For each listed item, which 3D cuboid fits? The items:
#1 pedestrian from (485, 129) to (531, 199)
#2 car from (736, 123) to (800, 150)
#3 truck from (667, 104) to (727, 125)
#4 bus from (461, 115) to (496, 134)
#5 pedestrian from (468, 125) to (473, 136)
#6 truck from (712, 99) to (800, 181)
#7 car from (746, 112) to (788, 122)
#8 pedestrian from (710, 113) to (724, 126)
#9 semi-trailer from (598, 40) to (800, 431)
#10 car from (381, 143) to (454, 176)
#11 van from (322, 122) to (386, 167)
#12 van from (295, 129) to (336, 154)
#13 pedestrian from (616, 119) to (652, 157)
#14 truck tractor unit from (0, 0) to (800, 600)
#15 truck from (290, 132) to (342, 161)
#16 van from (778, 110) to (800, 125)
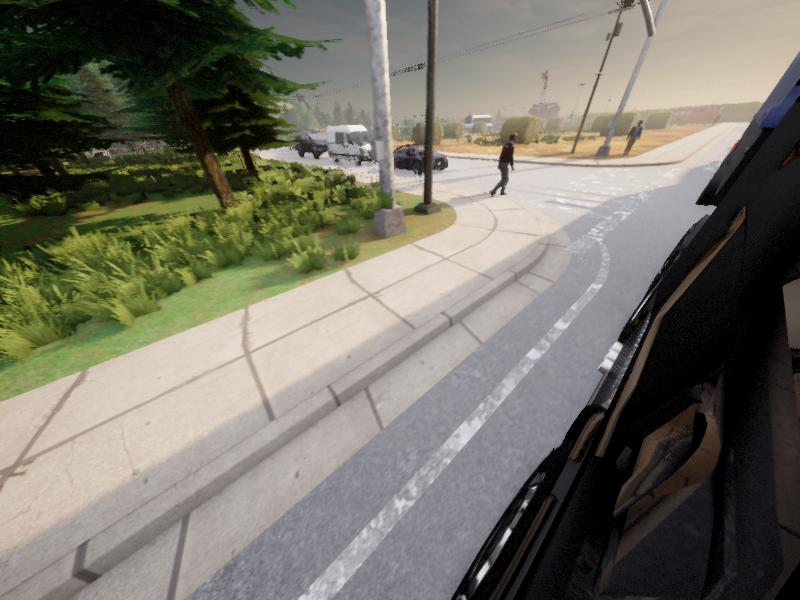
[{"bbox_3d":[3.402,-4.359,7.468,0.751,1.860,0.751,-3,37,0],"label":"pedestrian"},{"bbox_3d":[26.238,-11.734,16.546,4.181,1.385,1.994,-28,43,-30],"label":"car"},{"bbox_3d":[76.960,-48.230,60.189,2.891,3.827,8.468,-27,43,-29],"label":"truck"},{"bbox_3d":[24.126,-54.188,71.123,10.273,4.253,3.944,-25,42,-27],"label":"bus"},{"bbox_3d":[15.408,-36.938,50.279,0.751,1.860,0.751,8,38,13],"label":"pedestrian"},{"bbox_3d":[16.462,-6.954,9.853,5.204,2.467,2.627,-28,44,-30],"label":"truck"},{"bbox_3d":[85.530,-42.642,53.972,1.930,1.638,5.238,2,36,7],"label":"car"},{"bbox_3d":[59.468,-33.838,43.332,0.751,1.860,0.751,-24,42,-26],"label":"pedestrian"},{"bbox_3d":[8.694,-3.600,4.244,14.254,4.402,2.717,-28,44,-30],"label":"semi-trailer"},{"bbox_3d":[0.936,-8.720,14.172,1.994,1.385,4.181,-27,43,-29],"label":"car"},{"bbox_3d":[-3.797,-12.522,18.588,1.988,2.561,5.915,-27,43,-29],"label":"van"},{"bbox_3d":[-11.311,-21.134,30.692,2.351,2.431,6.366,-27,43,-29],"label":"van"},{"bbox_3d":[14.237,-9.869,14.118,0.751,1.860,0.751,18,41,25],"label":"pedestrian"},{"bbox_3d":[2.645,-0.295,0.351,6.516,4.208,3.053,-28,44,-30],"label":"truck tractor unit"},{"bbox_3d":[-8.729,-15.866,23.748,2.390,2.098,6.274,-27,43,-29],"label":"truck"},{"bbox_3d":[71.185,-33.234,41.967,4.442,1.987,1.775,-28,44,-30],"label":"van"}]
